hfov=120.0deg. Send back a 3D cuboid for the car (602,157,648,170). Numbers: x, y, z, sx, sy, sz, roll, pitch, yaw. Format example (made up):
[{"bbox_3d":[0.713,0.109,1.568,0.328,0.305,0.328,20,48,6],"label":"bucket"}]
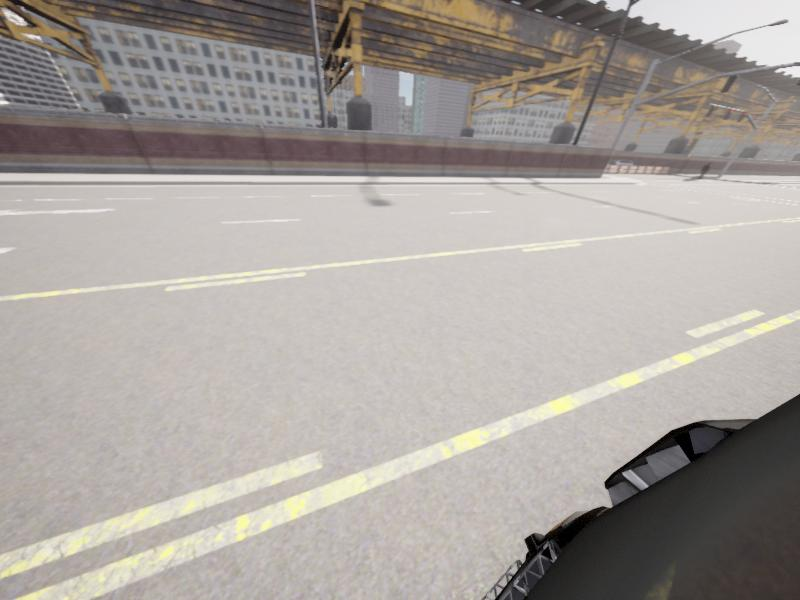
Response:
[{"bbox_3d":[32.829,-19.992,33.843,4.536,1.218,1.853,8,35,6],"label":"car"}]

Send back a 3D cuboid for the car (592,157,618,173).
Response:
[{"bbox_3d":[28.063,-18.627,31.740,2.038,1.542,4.974,23,39,26],"label":"car"}]

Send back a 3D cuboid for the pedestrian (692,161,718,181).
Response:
[{"bbox_3d":[33.692,-14.208,25.543,0.751,1.860,0.751,-9,37,-17],"label":"pedestrian"}]

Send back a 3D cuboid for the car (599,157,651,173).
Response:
[{"bbox_3d":[32.873,-19.856,33.927,4.974,1.542,2.038,8,35,6],"label":"car"}]
